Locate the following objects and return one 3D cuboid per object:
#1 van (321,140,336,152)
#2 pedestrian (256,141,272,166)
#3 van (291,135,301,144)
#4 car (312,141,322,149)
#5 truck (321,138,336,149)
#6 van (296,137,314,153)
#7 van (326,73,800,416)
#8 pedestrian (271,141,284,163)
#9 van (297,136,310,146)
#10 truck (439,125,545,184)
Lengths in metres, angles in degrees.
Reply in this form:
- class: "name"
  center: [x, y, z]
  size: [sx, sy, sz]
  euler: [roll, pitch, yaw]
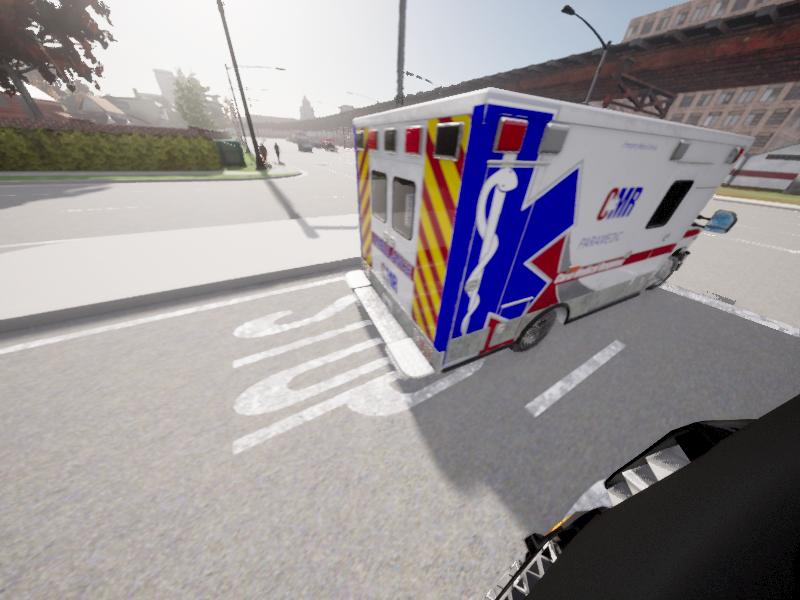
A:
- class: "van"
  center: [-17.646, -38.057, 57.065]
  size: [2.069, 2.038, 4.480]
  euler: [-16, 39, -26]
- class: "pedestrian"
  center: [-12.099, -13.068, 20.603]
  size: [0.751, 1.860, 0.751]
  euler: [-16, 38, -26]
- class: "van"
  center: [-39.423, -60.718, 87.130]
  size: [1.988, 2.561, 5.915]
  euler: [-16, 39, -26]
- class: "car"
  center: [-23.525, -43.897, 65.322]
  size: [1.789, 1.549, 3.705]
  euler: [-16, 39, -26]
- class: "truck"
  center: [-20.856, -45.524, 67.126]
  size: [2.627, 2.467, 5.204]
  euler: [-16, 39, -26]
- class: "van"
  center: [-20.215, -32.951, 49.026]
  size: [1.988, 2.561, 5.915]
  euler: [-16, 39, -26]
- class: "van"
  center: [2.476, -1.148, 3.662]
  size: [6.366, 2.431, 2.351]
  euler: [-13, 37, -22]
- class: "pedestrian"
  center: [-12.429, -14.999, 23.475]
  size: [0.751, 1.860, 0.751]
  euler: [-12, 36, -21]
- class: "van"
  center: [-32.181, -53.193, 77.117]
  size: [2.351, 2.431, 6.366]
  euler: [-16, 39, -26]
- class: "truck"
  center: [7.661, -13.388, 21.172]
  size: [2.891, 3.827, 8.468]
  euler: [-16, 38, -26]
